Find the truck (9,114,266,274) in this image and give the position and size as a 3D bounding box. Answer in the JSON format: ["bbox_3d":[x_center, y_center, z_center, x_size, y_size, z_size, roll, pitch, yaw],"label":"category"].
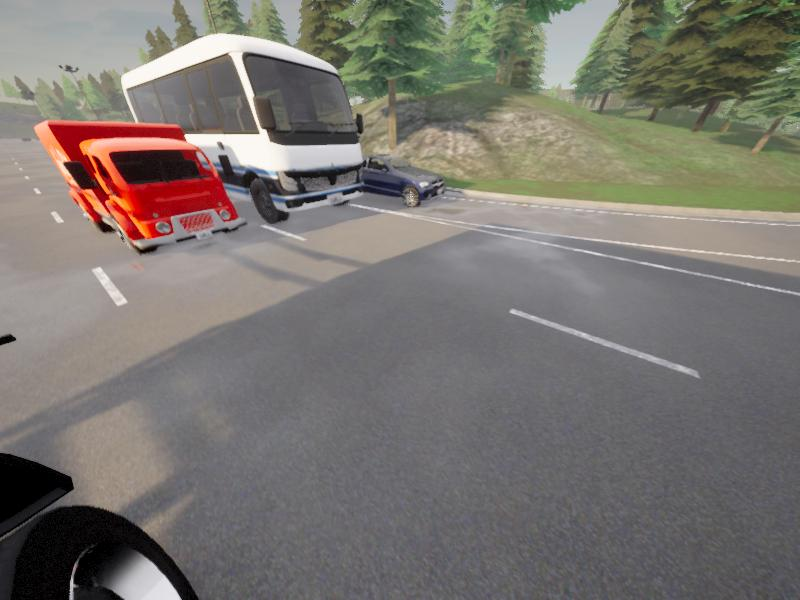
[{"bbox_3d":[-6.553,-3.018,5.954,5.204,2.467,2.627,22,41,28],"label":"truck"}]

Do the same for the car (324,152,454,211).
[{"bbox_3d":[-0.558,-5.288,9.968,5.027,1.651,2.152,20,40,25],"label":"car"}]

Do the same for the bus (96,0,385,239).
[{"bbox_3d":[-5.917,-6.039,8.691,10.273,4.253,3.944,22,41,28],"label":"bus"}]
